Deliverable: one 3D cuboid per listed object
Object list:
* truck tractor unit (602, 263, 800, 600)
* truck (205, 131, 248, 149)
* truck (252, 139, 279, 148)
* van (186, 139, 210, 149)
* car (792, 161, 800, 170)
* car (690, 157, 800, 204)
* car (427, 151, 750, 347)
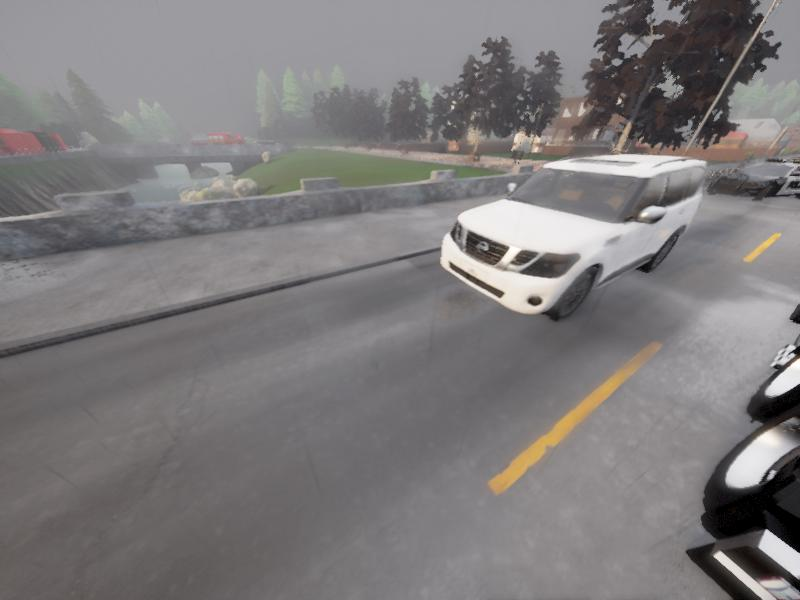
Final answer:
[{"bbox_3d":[5.114,-0.296,0.789,6.516,4.208,3.053,-18,39,-24],"label":"truck tractor unit"},{"bbox_3d":[-46.333,-43.012,62.068,8.468,3.827,2.891,-18,39,-24],"label":"truck"},{"bbox_3d":[-40.286,-46.915,69.245,6.274,2.098,2.390,-18,39,-24],"label":"truck"},{"bbox_3d":[-54.517,-42.232,62.490,4.442,1.987,1.775,-18,39,-24],"label":"van"},{"bbox_3d":[41.934,-14.031,22.751,5.566,2.045,2.150,-18,39,-24],"label":"car"},{"bbox_3d":[17.632,-5.813,11.081,5.238,1.638,1.930,-8,35,-10],"label":"car"},{"bbox_3d":[3.498,-1.535,4.449,5.566,2.045,2.150,-19,39,-24],"label":"car"}]
